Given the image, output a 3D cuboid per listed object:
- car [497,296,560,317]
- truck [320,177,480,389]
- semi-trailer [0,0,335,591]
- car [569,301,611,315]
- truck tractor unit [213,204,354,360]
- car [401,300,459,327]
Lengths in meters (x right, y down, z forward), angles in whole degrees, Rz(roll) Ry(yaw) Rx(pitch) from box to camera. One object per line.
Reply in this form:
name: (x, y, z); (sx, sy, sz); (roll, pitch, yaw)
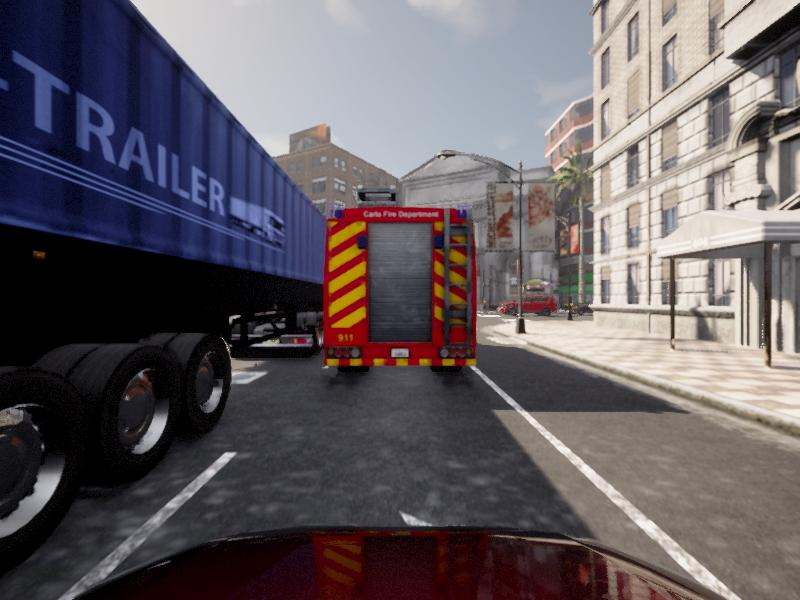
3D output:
car: (12.713, 0.610, 39.941); (5.566, 2.045, 2.150); (0, 0, 0)
truck: (-0.004, -0.308, 11.464); (2.891, 3.827, 8.468); (0, 0, 0)
semi-trailer: (-3.531, -0.612, 6.184); (2.717, 4.402, 14.254); (0, 0, 0)
car: (20.542, 0.858, 43.390); (3.705, 1.549, 1.789); (0, 0, 0)
truck tractor unit: (-3.541, -0.510, 14.094); (3.053, 4.208, 6.516); (0, 0, 0)
car: (2.156, 0.807, 26.931); (2.152, 1.651, 5.027); (0, 0, 26)
